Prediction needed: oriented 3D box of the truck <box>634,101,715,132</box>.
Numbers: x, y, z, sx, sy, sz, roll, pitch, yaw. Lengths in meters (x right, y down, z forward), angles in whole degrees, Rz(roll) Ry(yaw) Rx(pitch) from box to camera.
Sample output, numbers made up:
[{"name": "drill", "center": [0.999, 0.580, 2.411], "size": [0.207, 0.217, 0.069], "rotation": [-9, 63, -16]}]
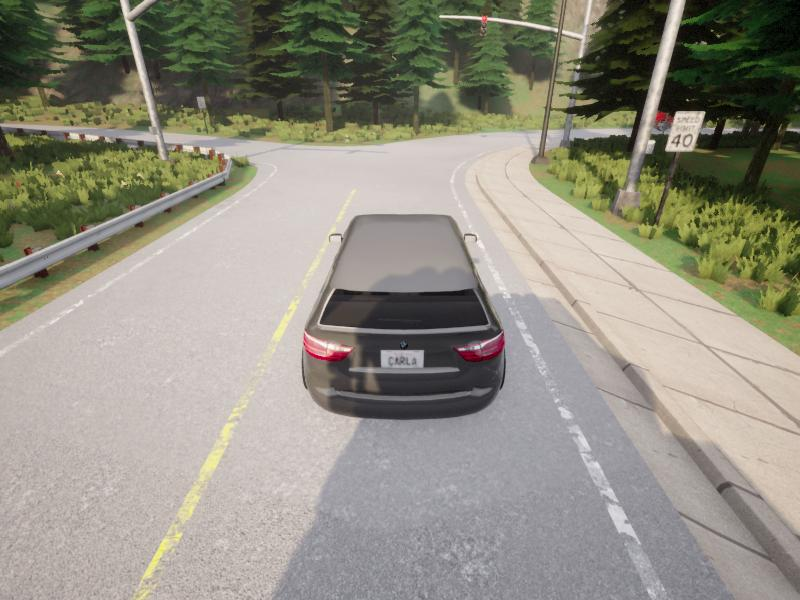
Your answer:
[{"name": "truck", "center": [25.328, -17.069, 37.119], "size": [5.204, 2.467, 2.627], "rotation": [-2, 27, -3]}]

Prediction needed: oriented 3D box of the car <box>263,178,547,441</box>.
[{"name": "car", "center": [0.043, -0.415, 5.590], "size": [2.242, 1.667, 4.611], "rotation": [0, 27, 0]}]
